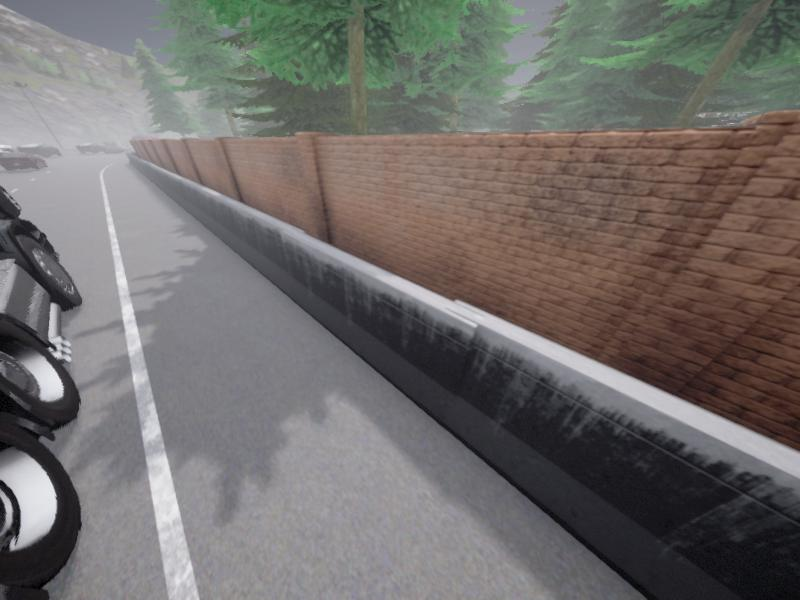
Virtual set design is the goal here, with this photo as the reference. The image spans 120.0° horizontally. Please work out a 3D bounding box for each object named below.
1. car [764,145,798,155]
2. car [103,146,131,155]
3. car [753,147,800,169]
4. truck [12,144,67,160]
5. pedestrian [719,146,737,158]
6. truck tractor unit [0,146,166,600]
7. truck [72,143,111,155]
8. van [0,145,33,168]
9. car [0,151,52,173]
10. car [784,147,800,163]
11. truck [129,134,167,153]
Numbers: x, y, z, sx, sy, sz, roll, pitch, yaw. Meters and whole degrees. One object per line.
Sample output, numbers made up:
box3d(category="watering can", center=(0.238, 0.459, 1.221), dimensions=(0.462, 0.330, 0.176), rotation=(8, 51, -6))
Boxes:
box3d(category="car", center=(73.166, -28.938, 44.425), dimensions=(2.163, 1.488, 4.792), rotation=(28, 43, 34))
box3d(category="car", center=(-65.721, -34.859, 53.761), dimensions=(2.128, 1.511, 4.902), rotation=(-14, 37, -19))
box3d(category="car", center=(38.713, -13.688, 22.307), dimensions=(4.856, 1.649, 2.033), rotation=(4, 37, 6))
box3d(category="truck", center=(-60.512, -25.129, 38.987), dimensions=(2.390, 2.098, 6.274), rotation=(-18, 38, -25))
box3d(category="pedestrian", center=(46.145, -20.828, 32.518), dimensions=(0.751, 1.300, 0.751), rotation=(22, 40, 29))
box3d(category="truck tractor unit", center=(-4.897, -0.470, 1.035), dimensions=(6.516, 4.208, 3.053), rotation=(26, 43, 33))
box3d(category="truck", center=(-68.386, -33.663, 51.441), dimensions=(2.390, 2.098, 6.274), rotation=(-14, 37, -19))
box3d(category="van", center=(-45.577, -16.539, 26.489), dimensions=(2.069, 2.038, 4.480), rotation=(-25, 42, -31))
box3d(category="car", center=(-36.900, -13.630, 22.672), dimensions=(1.882, 1.535, 5.008), rotation=(-28, 43, -33))
box3d(category="car", center=(49.633, -17.564, 27.878), dimensions=(2.128, 1.511, 4.902), rotation=(28, 43, 34))
box3d(category="truck", center=(-65.736, -41.004, 60.606), dimensions=(2.891, 3.827, 8.468), rotation=(-12, 36, -17))
